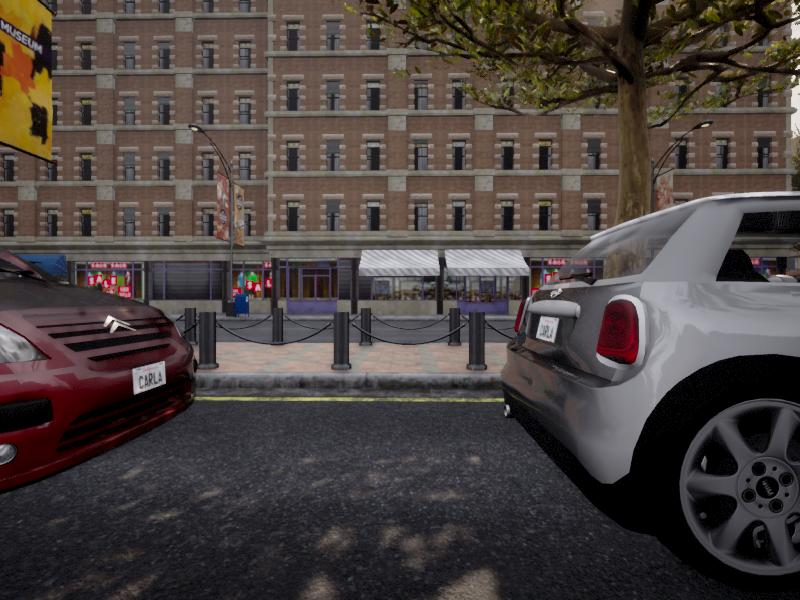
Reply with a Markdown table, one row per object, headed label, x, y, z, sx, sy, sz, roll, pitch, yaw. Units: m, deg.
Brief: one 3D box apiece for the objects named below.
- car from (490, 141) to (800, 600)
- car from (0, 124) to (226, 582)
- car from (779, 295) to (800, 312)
| label | x | y | z | sx | sy | sz | roll | pitch | yaw |
| --- | --- | --- | --- | --- | --- | --- | --- | --- | --- |
| car | 2.600 | 0.253 | 2.173 | 3.806 | 1.475 | 1.970 | 0 | 0 | 1 |
| car | -3.390 | 0.188 | 2.287 | 3.988 | 1.617 | 1.851 | 0 | 0 | 1 |
| car | 34.526 | 0.270 | 33.126 | 1.812 | 1.442 | 4.674 | 0 | 0 | 1 |
